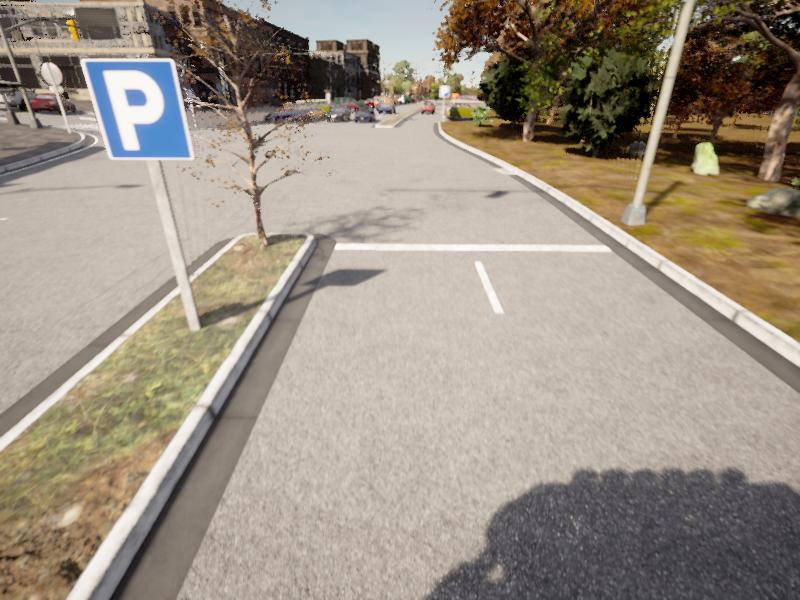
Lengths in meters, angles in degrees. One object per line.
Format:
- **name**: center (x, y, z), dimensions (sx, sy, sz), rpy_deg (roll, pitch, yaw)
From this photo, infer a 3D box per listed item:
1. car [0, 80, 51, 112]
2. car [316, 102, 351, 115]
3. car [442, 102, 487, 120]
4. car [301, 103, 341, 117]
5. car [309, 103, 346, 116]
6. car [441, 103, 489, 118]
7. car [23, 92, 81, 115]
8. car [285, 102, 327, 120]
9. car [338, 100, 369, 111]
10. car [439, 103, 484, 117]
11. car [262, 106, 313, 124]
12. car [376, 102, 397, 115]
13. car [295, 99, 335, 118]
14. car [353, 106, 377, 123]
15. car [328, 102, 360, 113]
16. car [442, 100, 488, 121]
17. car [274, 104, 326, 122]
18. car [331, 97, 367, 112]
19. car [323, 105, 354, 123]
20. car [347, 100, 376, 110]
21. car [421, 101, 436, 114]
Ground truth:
- **car**: center (-31.346, -16.643, 32.574), dimensions (2.435, 2.045, 5.566), rpy_deg (-4, 27, -20)
- **car**: center (-9.569, -27.519, 57.477), dimensions (4.674, 1.452, 2.002), rpy_deg (-7, 28, -11)
- **car**: center (7.417, -21.999, 46.463), dimensions (4.553, 1.767, 2.185), rpy_deg (-6, 28, -13)
- **car**: center (-10.289, -24.787, 52.135), dimensions (4.892, 1.521, 2.231), rpy_deg (-7, 28, -12)
- **car**: center (-9.929, -26.134, 54.812), dimensions (4.674, 1.452, 2.002), rpy_deg (-7, 28, -12)
- **car**: center (7.940, -23.271, 49.178), dimensions (5.366, 1.575, 1.946), rpy_deg (-6, 28, -12)
- **car**: center (-28.352, -16.116, 32.793), dimensions (2.002, 1.452, 4.674), rpy_deg (-4, 27, -20)
- **car**: center (-10.958, -22.127, 46.740), dimensions (4.553, 1.767, 2.185), rpy_deg (-8, 28, -12)
- **car**: center (-7.931, -33.075, 68.084), dimensions (5.008, 1.535, 2.097), rpy_deg (-6, 28, -10)
- **car**: center (7.911, -24.591, 51.706), dimensions (5.366, 1.575, 1.946), rpy_deg (-6, 29, -12)
- **car**: center (-11.672, -19.242, 41.537), dimensions (4.792, 1.488, 2.163), rpy_deg (-8, 28, -13)
- **car**: center (-1.855, -27.086, 56.583), dimensions (2.163, 1.488, 4.792), rpy_deg (3, 28, 6)
- **car**: center (-10.504, -23.620, 49.392), dimensions (4.442, 1.987, 1.878), rpy_deg (-7, 28, -12)
- **car**: center (-3.632, -19.461, 41.928), dimensions (1.816, 1.474, 4.193), rpy_deg (2, 28, 4)
- **car**: center (-8.778, -30.279, 62.788), dimensions (4.674, 1.452, 2.002), rpy_deg (-7, 28, -11)
- **car**: center (7.046, -20.717, 43.781), dimensions (4.442, 1.987, 1.878), rpy_deg (-6, 29, -13)
- **car**: center (-11.039, -20.660, 44.175), dimensions (5.366, 1.575, 1.946), rpy_deg (-8, 28, -13)
- **car**: center (-8.340, -31.924, 65.323), dimensions (5.566, 2.045, 2.435), rpy_deg (-6, 28, -10)
- **car**: center (-6.536, -20.064, 43.052), dimensions (2.128, 1.511, 4.902), rpy_deg (2, 28, 5)
- **car**: center (-6.991, -35.825, 73.376), dimensions (5.008, 1.535, 2.097), rpy_deg (-6, 28, -9)
- **car**: center (4.246, -28.368, 58.907), dimensions (1.851, 1.617, 3.988), rpy_deg (3, 28, 7)
